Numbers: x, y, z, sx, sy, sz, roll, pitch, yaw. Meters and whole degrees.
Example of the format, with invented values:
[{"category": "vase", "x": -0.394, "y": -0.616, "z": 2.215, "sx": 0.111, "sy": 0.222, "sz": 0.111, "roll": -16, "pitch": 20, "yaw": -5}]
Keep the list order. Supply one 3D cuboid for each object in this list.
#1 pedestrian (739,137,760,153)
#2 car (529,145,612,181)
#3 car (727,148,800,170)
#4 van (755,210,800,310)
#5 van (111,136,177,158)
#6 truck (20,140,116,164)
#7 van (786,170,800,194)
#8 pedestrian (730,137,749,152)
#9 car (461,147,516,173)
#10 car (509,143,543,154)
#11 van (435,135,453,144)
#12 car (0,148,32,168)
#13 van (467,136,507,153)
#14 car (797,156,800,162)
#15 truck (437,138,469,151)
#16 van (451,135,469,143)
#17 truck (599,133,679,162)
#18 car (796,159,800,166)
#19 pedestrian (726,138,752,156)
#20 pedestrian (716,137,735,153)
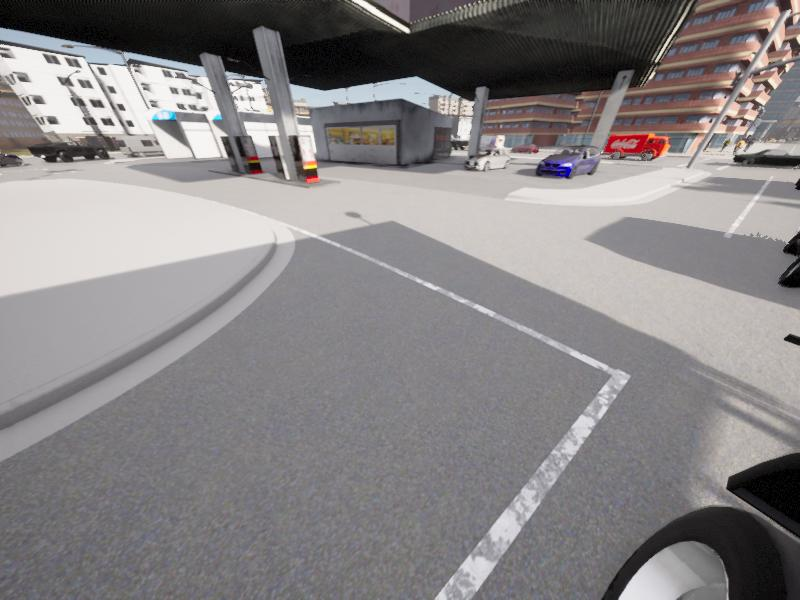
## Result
[{"category": "pedestrian", "x": 49.798, "y": -22.036, "z": 32.916, "sx": 0.751, "sy": 1.860, "sz": 0.751, "roll": 28, "pitch": 44, "yaw": 34}, {"category": "car", "x": 10.940, "y": -8.935, "z": 14.865, "sx": 4.611, "sy": 1.667, "sz": 2.242, "roll": -22, "pitch": 41, "yaw": -28}, {"category": "car", "x": 31.922, "y": -11.938, "z": 19.508, "sx": 1.895, "sy": 1.301, "sz": 4.718, "roll": -22, "pitch": 41, "yaw": -28}, {"category": "van", "x": 8.446, "y": -1.138, "z": 3.704, "sx": 4.480, "sy": 2.038, "sz": 2.069, "roll": -22, "pitch": 41, "yaw": -28}, {"category": "van", "x": -37.635, "y": -22.788, "z": 34.326, "sx": 1.988, "sy": 2.561, "sz": 5.915, "roll": 9, "pitch": 36, "yaw": 13}, {"category": "truck", "x": -39.260, "y": -17.866, "z": 27.733, "sx": 2.390, "sy": 2.098, "sz": 6.274, "roll": 0, "pitch": 35, "yaw": 0}, {"category": "van", "x": 21.236, "y": -6.362, "z": 11.017, "sx": 4.480, "sy": 2.038, "sz": 2.069, "roll": -23, "pitch": 41, "yaw": -28}, {"category": "pedestrian", "x": 51.897, "y": -23.748, "z": 35.331, "sx": 0.751, "sy": 1.860, "sz": 0.751, "roll": -23, "pitch": 41, "yaw": -29}, {"category": "car", "x": 7.013, "y": -11.245, "z": 18.451, "sx": 3.806, "sy": 1.475, "sz": 1.970, "roll": -22, "pitch": 41, "yaw": -28}, {"category": "car", "x": 20.335, "y": -24.581, "z": 37.472, "sx": 1.994, "sy": 1.385, "sz": 4.181, "roll": -22, "pitch": 41, "yaw": -28}, {"category": "van", "x": 15.717, "y": -57.235, "z": 82.406, "sx": 6.366, "sy": 2.431, "sz": 2.351, "roll": -23, "pitch": 41, "yaw": -27}, {"category": "car", "x": -38.709, "y": -13.420, "z": 21.912, "sx": 1.845, "sy": 1.501, "sz": 3.633, "roll": -7, "pitch": 36, "yaw": -10}, {"category": "van", "x": 15.766, "y": -28.620, "z": 42.318, "sx": 2.351, "sy": 2.431, "sz": 6.366, "roll": -23, "pitch": 41, "yaw": -29}, {"category": "car", "x": 44.164, "y": -15.647, "z": 24.178, "sx": 4.605, "sy": 1.855, "sz": 1.932, "roll": -22, "pitch": 41, "yaw": -28}, {"category": "truck", "x": 10.918, "y": -32.305, "z": 47.869, "sx": 2.390, "sy": 2.098, "sz": 6.274, "roll": -23, "pitch": 41, "yaw": -29}, {"category": "van", "x": 22.486, "y": -60.096, "z": 86.165, "sx": 6.366, "sy": 2.431, "sz": 2.351, "roll": -23, "pitch": 41, "yaw": -27}, {"category": "truck", "x": 26.271, "y": -16.939, "z": 25.656, "sx": 2.627, "sy": 2.467, "sz": 5.204, "roll": -23, "pitch": 40, "yaw": -29}, {"category": "car", "x": 38.252, "y": -13.236, "z": 20.798, "sx": 4.605, "sy": 1.855, "sz": 1.932, "roll": -22, "pitch": 41, "yaw": -28}, {"category": "pedestrian", "x": 41.847, "y": -18.902, "z": 28.524, "sx": 0.751, "sy": 1.860, "sz": 0.751, "roll": 5, "pitch": 36, "yaw": 7}, {"category": "pedestrian", "x": 48.552, "y": -23.128, "z": 34.449, "sx": 0.751, "sy": 1.860, "sz": 0.751, "roll": -22, "pitch": 40, "yaw": -27}]
